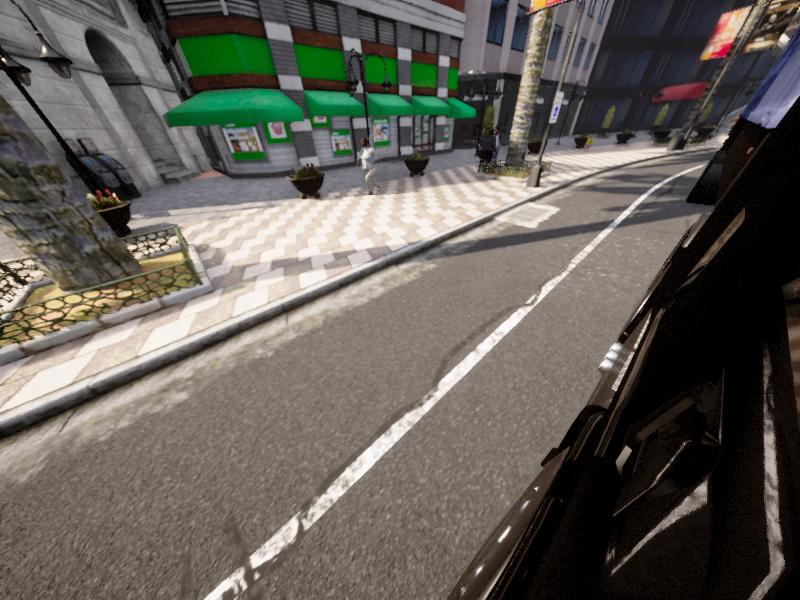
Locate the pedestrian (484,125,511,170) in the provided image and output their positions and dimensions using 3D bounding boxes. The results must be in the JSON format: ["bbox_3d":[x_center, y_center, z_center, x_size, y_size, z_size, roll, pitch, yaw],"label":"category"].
[{"bbox_3d":[5.080,-7.968,12.110,0.751,1.860,0.751,-1,37,2],"label":"pedestrian"}]

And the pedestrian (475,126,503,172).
[{"bbox_3d":[4.477,-7.646,11.720,0.751,1.860,0.751,-31,45,-32],"label":"pedestrian"}]

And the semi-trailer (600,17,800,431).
[{"bbox_3d":[8.577,-3.690,4.337,14.254,4.402,2.717,-30,44,-31],"label":"semi-trailer"}]

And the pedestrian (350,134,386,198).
[{"bbox_3d":[-1.086,-4.717,8.169,0.751,1.860,0.751,-29,44,-31],"label":"pedestrian"}]

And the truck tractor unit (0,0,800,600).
[{"bbox_3d":[2.645,-0.295,0.352,6.516,4.208,3.053,-28,44,-30],"label":"truck tractor unit"}]

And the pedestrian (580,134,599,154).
[{"bbox_3d":[13.171,-10.852,16.071,0.500,1.100,0.500,-22,41,-23],"label":"pedestrian"}]
